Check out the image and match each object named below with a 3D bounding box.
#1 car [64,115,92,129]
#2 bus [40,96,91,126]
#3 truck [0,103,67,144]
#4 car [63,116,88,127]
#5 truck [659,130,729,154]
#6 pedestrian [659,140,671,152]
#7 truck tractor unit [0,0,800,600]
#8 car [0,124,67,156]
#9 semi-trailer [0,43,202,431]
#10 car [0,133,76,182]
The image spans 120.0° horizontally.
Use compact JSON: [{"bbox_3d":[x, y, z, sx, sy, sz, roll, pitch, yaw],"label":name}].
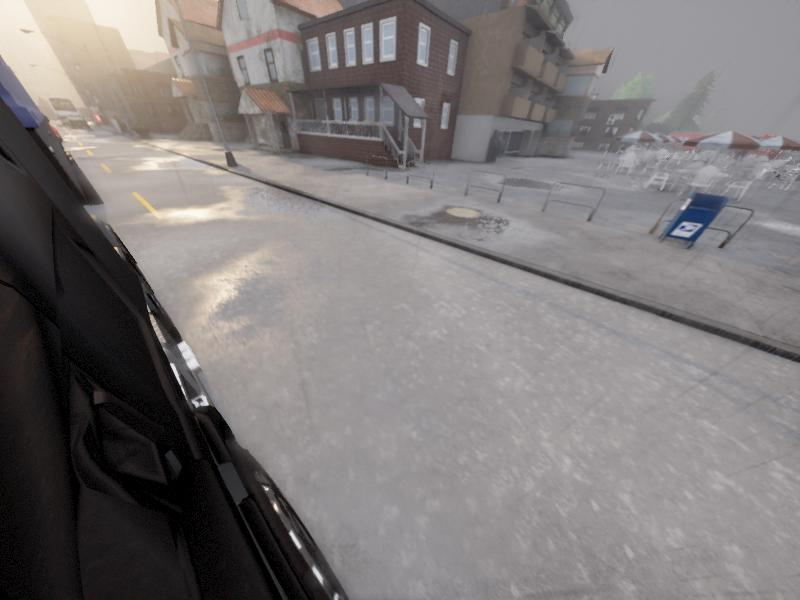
[{"bbox_3d":[-52.915,-29.221,37.943,5.238,1.638,1.930,28,44,30],"label":"car"},{"bbox_3d":[-67.226,-37.838,46.372,10.273,4.253,3.944,29,44,30],"label":"bus"},{"bbox_3d":[-30.551,-14.477,18.994,5.204,2.467,2.627,28,44,30],"label":"truck"},{"bbox_3d":[-58.579,-32.203,41.653,5.008,1.535,1.882,28,44,30],"label":"car"},{"bbox_3d":[64.577,-35.072,51.197,8.468,3.827,2.891,28,44,30],"label":"truck"},{"bbox_3d":[53.336,-30.928,46.448,0.751,1.860,0.751,28,44,30],"label":"pedestrian"},{"bbox_3d":[-2.645,-0.295,0.351,6.516,4.208,3.053,28,44,30],"label":"truck tractor unit"},{"bbox_3d":[-23.560,-10.291,14.761,4.181,1.385,1.994,28,43,29],"label":"car"},{"bbox_3d":[-8.702,-3.602,4.224,14.254,4.402,2.717,28,44,30],"label":"semi-trailer"},{"bbox_3d":[-15.972,-6.219,9.865,4.718,1.301,1.895,28,44,30],"label":"car"}]
